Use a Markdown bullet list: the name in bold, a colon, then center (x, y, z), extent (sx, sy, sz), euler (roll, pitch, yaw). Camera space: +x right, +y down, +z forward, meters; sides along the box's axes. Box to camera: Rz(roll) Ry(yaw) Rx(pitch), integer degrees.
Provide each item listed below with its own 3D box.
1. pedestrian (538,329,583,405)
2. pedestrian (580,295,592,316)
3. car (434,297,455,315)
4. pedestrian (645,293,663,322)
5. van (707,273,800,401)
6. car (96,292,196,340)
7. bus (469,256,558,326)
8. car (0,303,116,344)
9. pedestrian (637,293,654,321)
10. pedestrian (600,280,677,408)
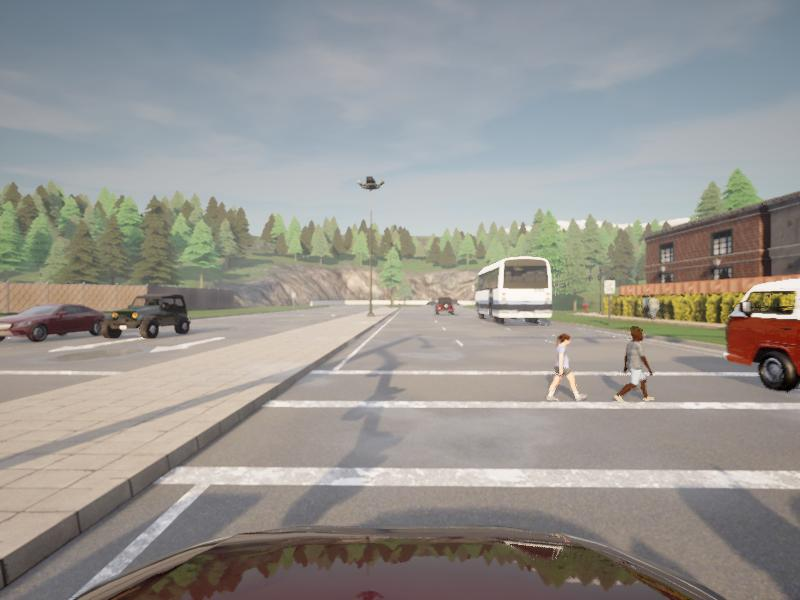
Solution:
- **pedestrian**: center (2.488, 1.019, 6.248), extent (0.500, 1.100, 0.500), euler (0, 0, -1)
- **pedestrian**: center (17.281, 0.493, 37.164), extent (0.751, 1.860, 0.751), euler (0, 0, -38)
- **car**: center (4.845, 0.655, 44.052), extent (1.905, 1.878, 3.866), euler (0, 0, 2)
- **pedestrian**: center (16.725, 0.491, 26.362), extent (0.751, 1.860, 0.751), euler (0, 0, 5)
- **van**: center (7.448, 0.572, 5.891), extent (2.069, 2.038, 4.480), euler (-1, 0, -7)
- **car**: center (-10.968, 0.650, 17.643), extent (1.905, 1.878, 3.866), euler (0, 0, 2)
- **bus**: center (7.768, -0.528, 29.457), extent (3.944, 4.253, 10.273), euler (0, 0, 2)
- **car**: center (-14.497, 0.873, 16.745), extent (1.812, 1.442, 4.674), euler (0, 0, 2)
- **pedestrian**: center (16.752, 0.491, 27.297), extent (0.751, 1.860, 0.751), euler (0, 0, 2)
- **pedestrian**: center (3.653, 0.641, 6.189), extent (0.751, 1.860, 0.751), euler (0, 0, 0)
